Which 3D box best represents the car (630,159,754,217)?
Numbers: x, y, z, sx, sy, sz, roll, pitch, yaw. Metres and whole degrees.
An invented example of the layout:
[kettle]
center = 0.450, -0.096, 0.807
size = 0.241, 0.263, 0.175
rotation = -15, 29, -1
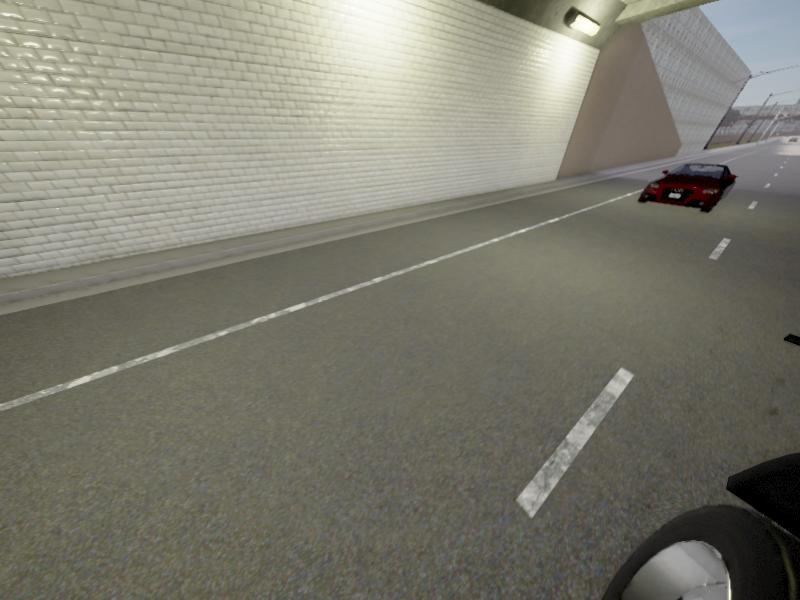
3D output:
[car]
center = 11.351, -4.502, 8.994
size = 4.181, 1.385, 1.994
rotation = -22, 41, -28
